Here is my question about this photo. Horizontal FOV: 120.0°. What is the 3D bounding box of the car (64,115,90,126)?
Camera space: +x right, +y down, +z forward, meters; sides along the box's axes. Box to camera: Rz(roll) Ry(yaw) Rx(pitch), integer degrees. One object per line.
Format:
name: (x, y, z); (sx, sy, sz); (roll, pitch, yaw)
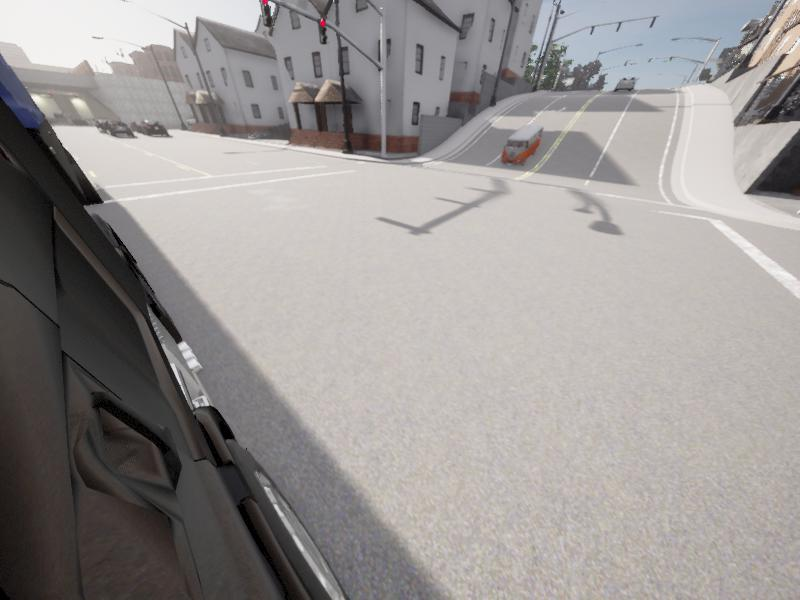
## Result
car: (-64.870, -36.078, 46.373); (4.974, 1.542, 2.038); (25, 42, 27)

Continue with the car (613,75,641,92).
car: (30.074, -28.661, 30.565); (1.970, 1.475, 3.806); (28, 52, 29)

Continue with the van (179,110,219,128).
van: (-43.945, -39.849, 50.725); (1.988, 2.561, 5.915); (27, 51, 29)

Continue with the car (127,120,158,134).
car: (-37.842, -25.354, 33.886); (4.674, 1.442, 1.812); (26, 43, 28)

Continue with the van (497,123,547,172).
van: (9.507, -11.955, 18.000); (1.775, 1.987, 4.442); (26, 56, 28)

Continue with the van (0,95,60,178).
van: (-17.559, -7.203, 10.023); (5.915, 2.561, 1.988); (27, 43, 29)

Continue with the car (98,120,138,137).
car: (-33.621, -20.437, 27.514); (4.514, 1.525, 2.007); (27, 43, 29)

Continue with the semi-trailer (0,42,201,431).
semi-trailer: (-8.694, -3.609, 4.230); (14.254, 4.402, 2.717); (28, 44, 30)

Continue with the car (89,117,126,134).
car: (-39.131, -23.321, 30.915); (5.238, 1.638, 1.930); (26, 43, 28)

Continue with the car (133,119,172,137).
car: (-32.657, -22.687, 30.471); (4.611, 1.667, 2.242); (27, 43, 29)

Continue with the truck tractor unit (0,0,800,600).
truck tractor unit: (-2.645, -0.295, 0.351); (6.516, 4.208, 3.053); (28, 44, 30)
